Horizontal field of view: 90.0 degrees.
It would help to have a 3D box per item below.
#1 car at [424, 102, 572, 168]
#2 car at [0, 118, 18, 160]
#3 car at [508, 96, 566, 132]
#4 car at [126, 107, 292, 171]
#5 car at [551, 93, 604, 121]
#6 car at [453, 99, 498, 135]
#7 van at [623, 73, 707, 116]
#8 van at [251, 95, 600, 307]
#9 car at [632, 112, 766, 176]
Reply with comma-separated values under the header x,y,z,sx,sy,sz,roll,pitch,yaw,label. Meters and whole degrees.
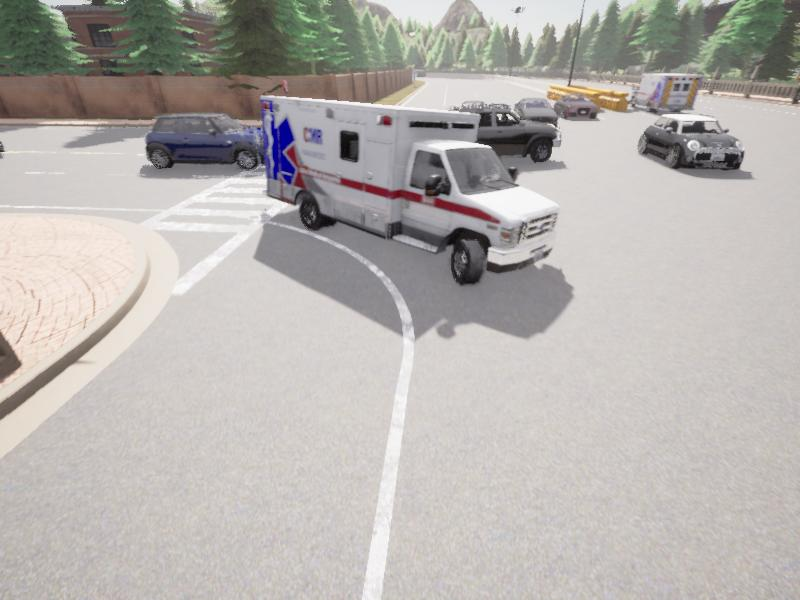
x,y,z,sx,sy,sz,roll,pitch,yaw,label
3.324,-5.980,14.345,4.605,1.855,1.932,-4,31,-7,car
-17.759,-6.073,15.086,4.514,1.525,2.007,3,30,5,car
7.709,-10.851,23.115,2.033,1.411,5.357,3,30,6,car
-6.456,-5.694,14.050,4.553,1.767,2.097,2,30,4,car
11.621,-12.844,26.507,1.994,1.385,4.181,3,30,5,car
4.020,-10.115,21.921,1.994,1.385,4.181,2,30,4,car
19.173,-15.247,29.486,2.351,2.431,6.366,3,31,6,van
-0.098,-2.422,7.846,6.366,2.431,2.351,26,33,36,van
10.081,-5.557,13.948,1.970,1.475,3.806,3,30,6,car
